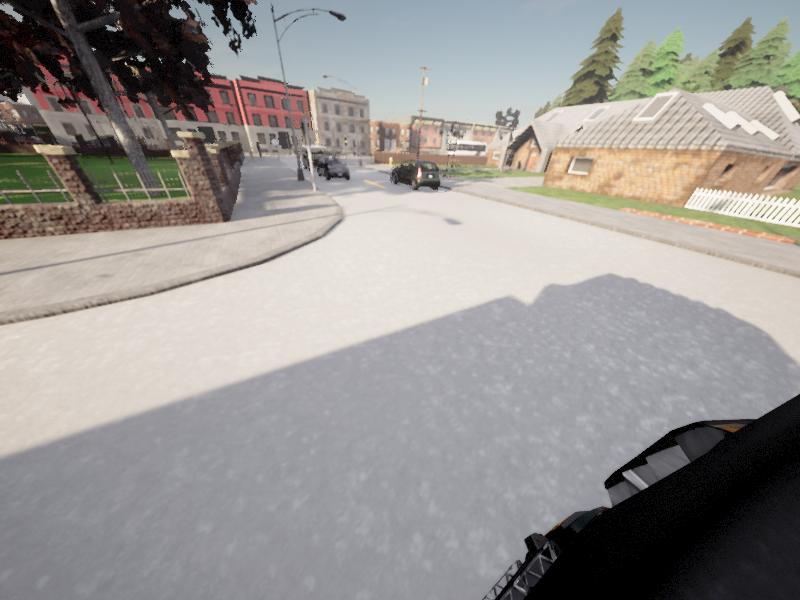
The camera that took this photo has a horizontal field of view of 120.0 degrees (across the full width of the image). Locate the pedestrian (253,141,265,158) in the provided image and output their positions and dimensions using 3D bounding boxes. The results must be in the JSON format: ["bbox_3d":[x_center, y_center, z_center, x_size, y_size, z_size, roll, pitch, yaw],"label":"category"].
[{"bbox_3d":[-18.977,-20.261,31.182,0.751,1.860,0.751,-3,34,-9],"label":"pedestrian"}]

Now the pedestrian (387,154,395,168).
[{"bbox_3d":[-1.088,-16.359,27.171,0.751,1.300,0.751,-13,37,-22],"label":"pedestrian"}]

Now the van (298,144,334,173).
[{"bbox_3d":[-7.779,-13.090,21.282,2.069,2.038,4.480,-14,37,-24],"label":"van"}]

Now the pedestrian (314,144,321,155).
[{"bbox_3d":[-16.440,-29.916,45.953,0.751,1.860,0.751,-17,38,-27],"label":"pedestrian"}]

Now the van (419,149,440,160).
[{"bbox_3d":[6.654,-33.025,52.541,4.442,1.987,1.775,-14,37,-24],"label":"van"}]

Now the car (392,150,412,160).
[{"bbox_3d":[0.404,-31.236,49.773,3.633,1.501,1.845,-14,37,-24],"label":"car"}]

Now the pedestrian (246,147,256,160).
[{"bbox_3d":[-17.837,-17.553,27.688,0.751,1.300,0.751,-14,37,-24],"label":"pedestrian"}]

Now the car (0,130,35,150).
[{"bbox_3d":[-47.662,-19.081,27.398,3.866,1.878,1.905,-14,37,-24],"label":"car"}]

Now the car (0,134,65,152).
[{"bbox_3d":[-42.062,-17.879,26.319,3.705,1.549,1.789,-14,37,-24],"label":"car"}]

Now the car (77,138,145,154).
[{"bbox_3d":[-36.112,-19.376,29.091,4.892,1.490,1.837,-15,37,-25],"label":"car"}]

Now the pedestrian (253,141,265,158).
[{"bbox_3d":[-19.264,-20.579,31.639,0.751,1.860,0.751,-1,34,-5],"label":"pedestrian"}]

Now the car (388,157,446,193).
[{"bbox_3d":[0.925,-8.193,14.950,1.851,1.617,3.988,-14,37,-24],"label":"car"}]

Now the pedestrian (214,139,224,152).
[{"bbox_3d":[-31.282,-26.656,39.890,0.751,1.860,0.751,-21,41,-32],"label":"pedestrian"}]

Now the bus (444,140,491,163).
[{"bbox_3d":[16.479,-36.202,56.430,10.273,4.253,3.944,-14,37,-24],"label":"bus"}]

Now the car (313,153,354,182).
[{"bbox_3d":[-4.904,-9.740,16.908,1.845,1.501,3.633,-14,37,-24],"label":"car"}]
